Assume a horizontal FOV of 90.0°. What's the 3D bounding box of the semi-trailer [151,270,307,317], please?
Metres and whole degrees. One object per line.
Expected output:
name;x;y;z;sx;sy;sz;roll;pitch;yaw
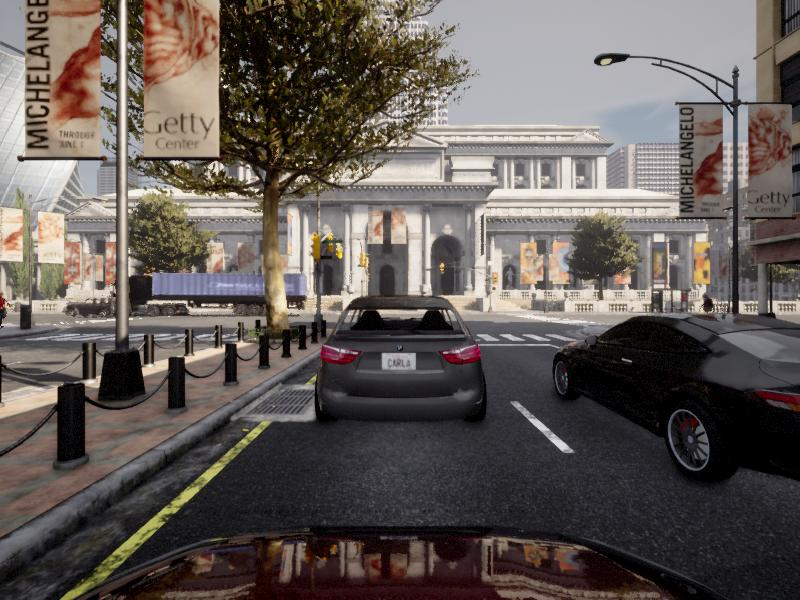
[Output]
semi-trailer;-16.588;-0.618;39.414;14.254;4.402;2.717;0;0;0

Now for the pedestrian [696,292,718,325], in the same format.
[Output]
pedestrian;17.618;0.485;22.960;0.751;1.860;0.751;0;0;6

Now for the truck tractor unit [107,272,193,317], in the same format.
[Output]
truck tractor unit;-24.504;-0.524;39.464;6.516;4.208;3.053;0;0;0

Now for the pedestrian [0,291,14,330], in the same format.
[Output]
pedestrian;-19.050;0.485;19.085;0.751;1.860;0.751;0;0;31

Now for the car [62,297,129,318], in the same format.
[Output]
car;-27.344;0.652;35.990;4.605;1.855;1.932;0;0;0

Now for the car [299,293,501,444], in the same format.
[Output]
car;0.019;0.756;6.742;2.242;1.667;4.611;0;0;0

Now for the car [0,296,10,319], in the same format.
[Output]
car;-34.566;0.646;32.518;3.866;1.878;1.905;0;0;0

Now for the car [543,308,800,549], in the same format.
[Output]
car;3.472;0.870;4.859;1.812;1.442;4.674;0;0;0
